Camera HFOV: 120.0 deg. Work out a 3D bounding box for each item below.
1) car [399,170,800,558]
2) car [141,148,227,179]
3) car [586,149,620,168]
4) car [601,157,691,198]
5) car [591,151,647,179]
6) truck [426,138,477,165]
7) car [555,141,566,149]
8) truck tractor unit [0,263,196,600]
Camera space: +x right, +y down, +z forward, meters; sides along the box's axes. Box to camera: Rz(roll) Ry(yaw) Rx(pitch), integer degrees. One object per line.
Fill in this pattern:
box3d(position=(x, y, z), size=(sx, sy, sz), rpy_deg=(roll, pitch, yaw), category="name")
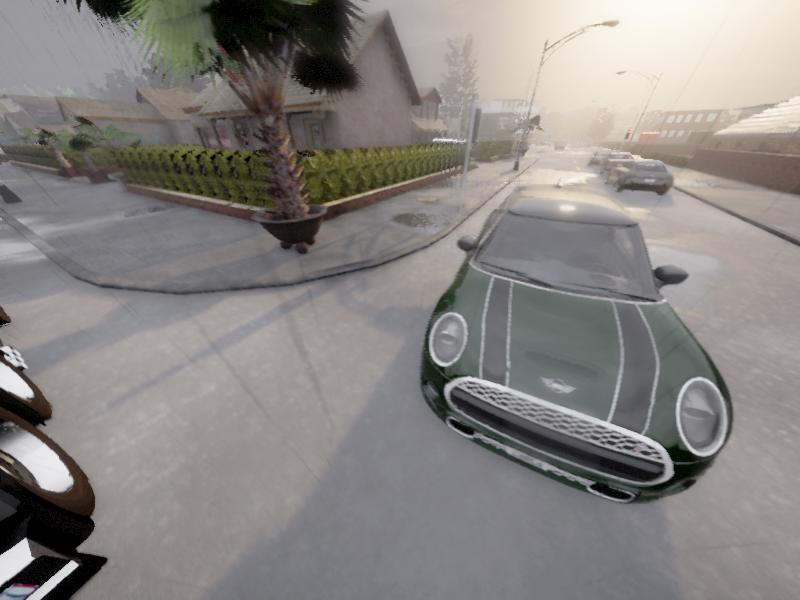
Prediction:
box3d(position=(1.916, -0.456, 3.077), size=(2.097, 1.767, 4.553), rpy_deg=(15, 38, 21), category="car")
box3d(position=(-14.625, -9.505, 15.941), size=(1.845, 1.501, 3.633), rpy_deg=(16, 38, 22), category="car")
box3d(position=(19.841, -13.987, 22.793), size=(1.895, 1.301, 4.718), rpy_deg=(19, 39, 25), category="car")
box3d(position=(12.486, -6.575, 12.144), size=(1.994, 1.385, 4.181), rpy_deg=(16, 38, 22), category="car")
box3d(position=(16.482, -10.504, 17.732), size=(2.033, 1.411, 5.357), rpy_deg=(18, 39, 24), category="car")
box3d(position=(5.271, -15.543, 24.040), size=(4.478, 2.038, 2.069), rpy_deg=(20, 40, 23), category="truck")
box3d(position=(42.049, -40.626, 60.576), size=(1.930, 1.638, 5.238), rpy_deg=(18, 39, 24), category="car")
box3d(position=(-5.111, -0.300, 0.787), size=(6.516, 4.208, 3.053), rpy_deg=(18, 39, 24), category="truck tractor unit")
